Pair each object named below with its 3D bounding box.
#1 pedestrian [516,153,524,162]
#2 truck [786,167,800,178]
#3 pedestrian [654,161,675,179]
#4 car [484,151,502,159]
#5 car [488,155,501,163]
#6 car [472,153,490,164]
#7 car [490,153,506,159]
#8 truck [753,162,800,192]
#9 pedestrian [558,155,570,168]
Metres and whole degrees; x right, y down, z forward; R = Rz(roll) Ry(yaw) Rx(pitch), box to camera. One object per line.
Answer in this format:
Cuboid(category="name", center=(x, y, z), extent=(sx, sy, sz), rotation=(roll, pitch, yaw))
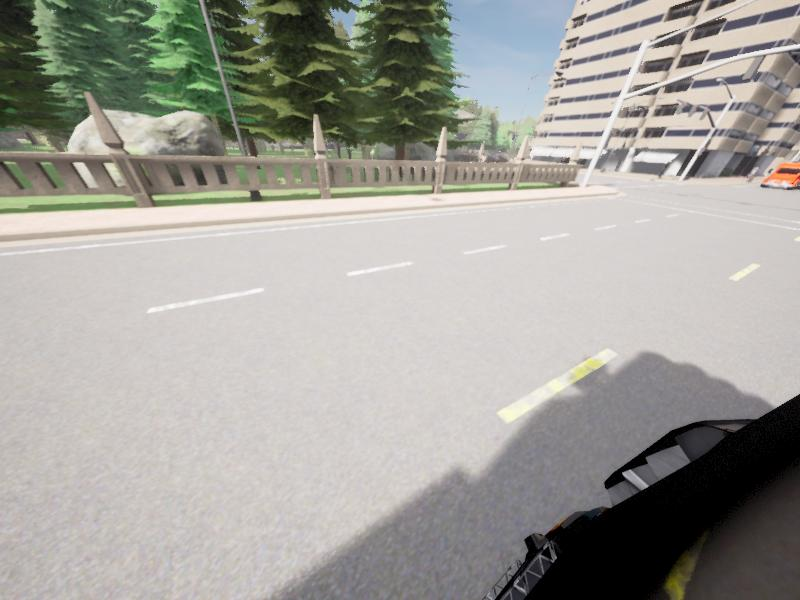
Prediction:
Cuboid(category="pedestrian", center=(27.809, -33.057, 53.577), extent=(0.751, 1.860, 0.751), rotation=(-2, 34, -7))
Cuboid(category="truck", center=(97.276, -29.870, 54.356), extent=(6.274, 2.098, 2.390), rotation=(12, 36, 13))
Cuboid(category="pedestrian", center=(32.022, -15.783, 27.986), extent=(0.751, 1.860, 0.751), rotation=(-11, 36, -20))
Cuboid(category="car", center=(30.535, -47.503, 75.611), extent=(5.566, 2.045, 2.150), rotation=(-17, 39, -27))
Cuboid(category="car", center=(20.603, -30.882, 50.520), extent=(1.994, 1.385, 4.181), rotation=(8, 34, 8))
Cuboid(category="car", center=(16.373, -28.797, 46.794), extent=(2.242, 1.667, 4.611), rotation=(4, 34, 2))
Cuboid(category="car", center=(30.748, -45.008, 72.429), extent=(4.674, 1.442, 1.812), rotation=(-18, 39, -29))
Cuboid(category="truck", center=(42.399, -13.495, 25.215), extent=(5.204, 2.467, 2.627), rotation=(-14, 37, -24))
Cuboid(category="pedestrian", center=(27.345, -23.074, 38.564), extent=(0.751, 1.860, 0.751), rotation=(-2, 34, -8))
